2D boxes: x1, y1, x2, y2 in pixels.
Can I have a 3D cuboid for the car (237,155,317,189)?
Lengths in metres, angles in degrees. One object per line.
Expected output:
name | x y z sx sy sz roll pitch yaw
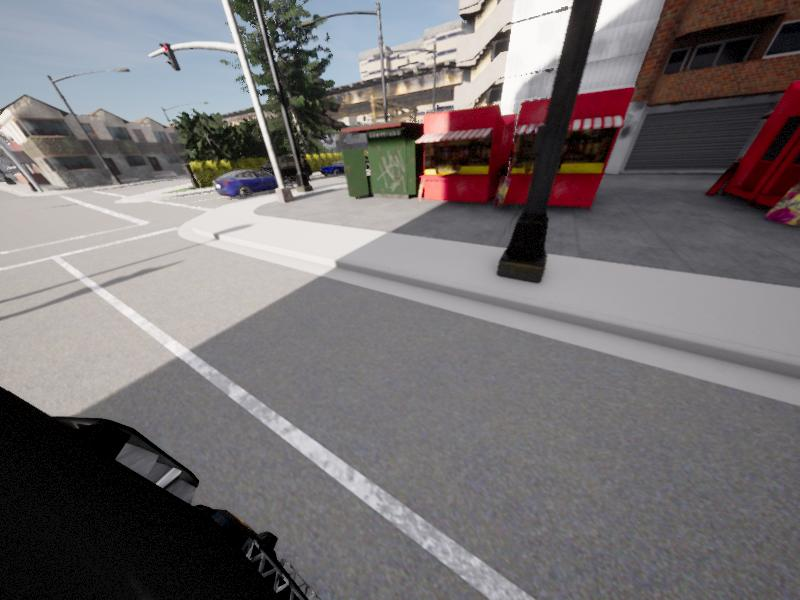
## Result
car | -10.312 -11.219 20.074 2.150 2.045 5.566 15 38 27

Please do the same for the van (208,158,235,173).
van | -37.658 -28.555 48.924 1.988 2.561 5.915 -11 34 -11

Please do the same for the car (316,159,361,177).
car | -6.598 -14.544 25.464 1.895 1.301 4.718 15 38 27

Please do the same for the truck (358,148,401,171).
truck | -2.539 -18.872 30.930 2.390 2.098 6.274 16 38 27

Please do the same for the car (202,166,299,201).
car | -9.677 -7.907 15.462 2.163 1.488 4.792 15 38 27
